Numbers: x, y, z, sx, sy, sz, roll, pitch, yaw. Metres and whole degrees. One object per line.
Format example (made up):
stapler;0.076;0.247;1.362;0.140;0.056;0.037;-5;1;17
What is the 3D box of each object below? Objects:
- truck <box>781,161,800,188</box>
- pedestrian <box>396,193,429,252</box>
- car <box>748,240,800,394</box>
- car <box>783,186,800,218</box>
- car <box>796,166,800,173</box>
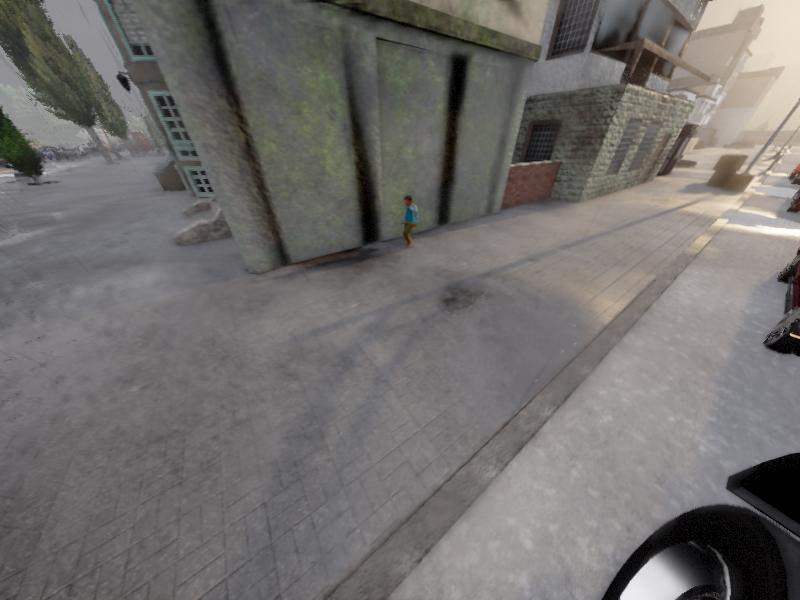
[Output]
truck;23.080;-7.258;11.871;5.204;2.467;2.627;-22;40;-28
pedestrian;0.269;-1.745;5.202;0.500;1.100;0.500;-22;41;-28
car;6.531;-0.036;2.779;4.718;1.301;1.895;-22;41;-28
car;15.299;-3.640;7.752;4.181;1.385;1.994;-22;41;-28
car;30.958;-10.235;16.516;3.866;1.878;1.905;-22;41;-28
